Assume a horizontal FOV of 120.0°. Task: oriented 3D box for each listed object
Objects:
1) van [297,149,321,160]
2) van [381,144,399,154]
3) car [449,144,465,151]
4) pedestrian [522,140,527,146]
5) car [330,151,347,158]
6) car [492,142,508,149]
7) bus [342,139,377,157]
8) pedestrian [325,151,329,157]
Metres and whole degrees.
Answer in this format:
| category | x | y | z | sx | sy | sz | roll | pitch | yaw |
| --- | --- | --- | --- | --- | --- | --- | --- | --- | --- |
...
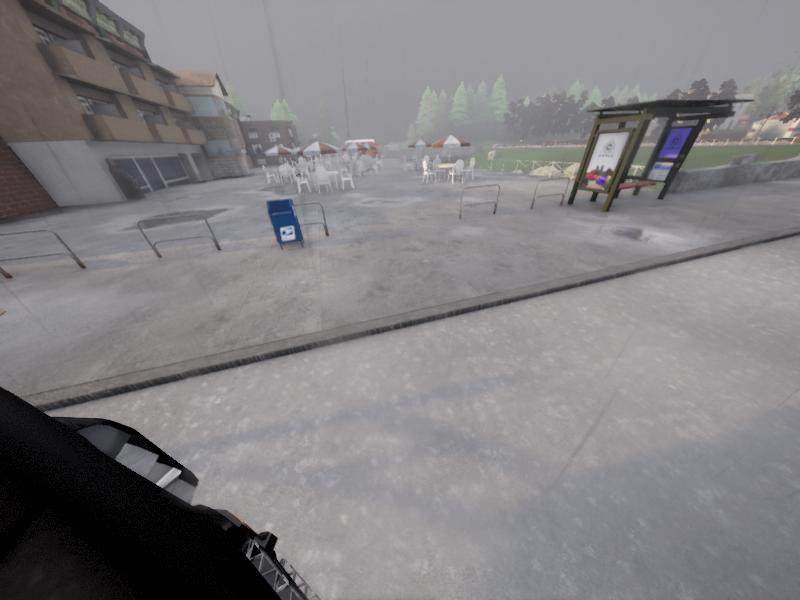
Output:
| category | x | y | z | sx | sy | sz | roll | pitch | yaw |
| --- | --- | --- | --- | --- | --- | --- | --- | --- | --- |
| van | -27.292 | -44.000 | 69.683 | 6.366 | 2.431 | 2.351 | -12 | 35 | -13 |
| van | -3.355 | -51.325 | 78.689 | 5.915 | 2.561 | 1.988 | -12 | 35 | -13 |
| car | 19.813 | -53.382 | 80.843 | 4.856 | 1.649 | 2.033 | -12 | 35 | -13 |
| pedestrian | 44.869 | -56.639 | 83.380 | 0.751 | 1.860 | 0.751 | -21 | 38 | -25 |
| car | -19.096 | -45.360 | 71.804 | 4.856 | 1.649 | 2.033 | -12 | 35 | -13 |
| car | 36.838 | -56.764 | 84.882 | 5.027 | 1.651 | 2.152 | -12 | 35 | -13 |
| bus | -13.338 | -49.898 | 75.804 | 10.273 | 4.253 | 3.944 | -12 | 35 | -13 |
| pedestrian | -23.667 | -47.341 | 74.883 | 0.751 | 1.860 | 0.751 | -7 | 34 | -5 |
